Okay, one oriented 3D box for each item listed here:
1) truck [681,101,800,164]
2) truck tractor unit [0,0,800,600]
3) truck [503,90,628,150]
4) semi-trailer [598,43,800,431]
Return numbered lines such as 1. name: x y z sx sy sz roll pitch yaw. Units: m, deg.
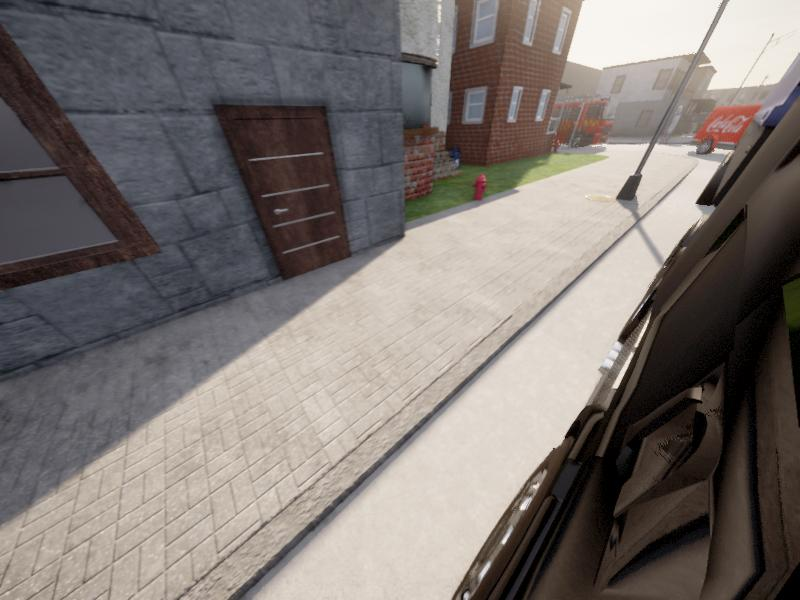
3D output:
1. truck: 20.507 -9.600 13.215 2.627 2.467 5.204 7 38 8
2. truck tractor unit: 2.645 -0.295 0.352 6.516 4.208 3.053 -28 44 -30
3. truck: 14.972 -16.856 22.067 2.891 3.827 8.468 -28 44 -30
4. semi-trailer: 8.697 -3.594 4.247 14.254 4.402 2.717 -28 44 -30
